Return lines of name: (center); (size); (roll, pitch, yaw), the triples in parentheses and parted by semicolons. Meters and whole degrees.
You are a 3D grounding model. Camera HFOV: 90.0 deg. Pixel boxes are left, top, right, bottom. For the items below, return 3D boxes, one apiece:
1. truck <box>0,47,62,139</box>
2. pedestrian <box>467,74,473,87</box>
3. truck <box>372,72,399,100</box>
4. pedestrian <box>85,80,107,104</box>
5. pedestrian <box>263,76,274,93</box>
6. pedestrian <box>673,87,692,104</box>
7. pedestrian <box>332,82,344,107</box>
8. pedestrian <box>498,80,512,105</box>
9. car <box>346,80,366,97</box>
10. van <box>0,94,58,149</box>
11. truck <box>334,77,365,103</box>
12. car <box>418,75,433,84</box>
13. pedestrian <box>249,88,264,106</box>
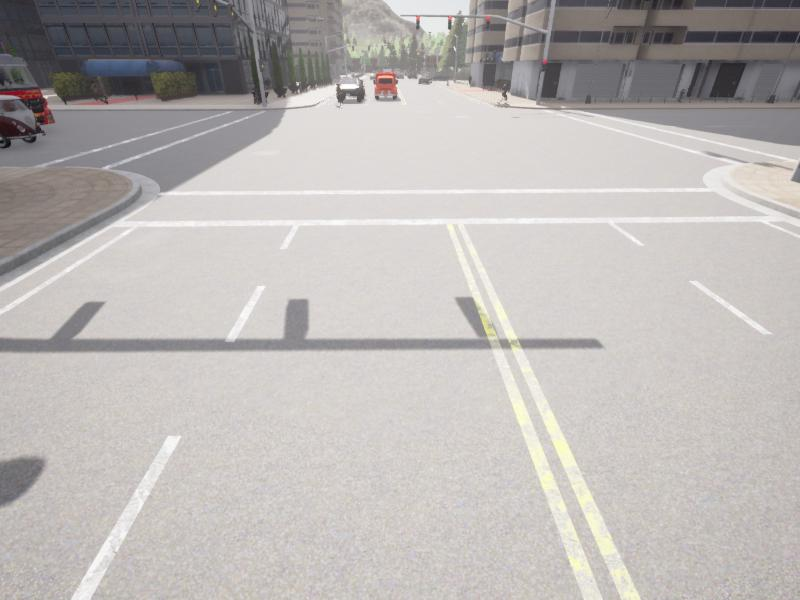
truck: (-22.771, -10.174, 19.637); (8.468, 3.827, 2.891); (-1, 30, -2)
pedestrian: (11.211, -35.373, 64.389); (0.751, 1.860, 0.751); (1, 30, 1)
truck: (-1.526, -22.950, 42.861); (2.627, 2.467, 5.204); (-1, 30, -1)
pedestrian: (-26.688, -18.294, 35.135); (0.751, 1.860, 0.751); (1, 30, 2)
pedestrian: (-16.252, -26.591, 49.309); (0.751, 1.860, 0.751); (4, 31, 8)
pedestrian: (24.666, -17.867, 34.976); (0.751, 1.300, 0.751); (-1, 30, -1)
pedestrian: (-5.230, -17.396, 33.907); (0.751, 1.860, 0.751); (4, 30, 6)
pedestrian: (8.993, -17.836, 34.362); (0.751, 1.860, 0.751); (-1, 30, -2)
car: (-5.104, -24.990, 47.235); (1.801, 1.575, 5.366); (-1, 30, -1)
van: (-18.070, -7.700, 17.225); (4.442, 1.987, 1.775); (-1, 30, -2)
truck: (-4.966, -21.264, 40.341); (2.390, 2.098, 6.274); (-1, 30, -1)
car: (5.103, -43.813, 79.599); (1.812, 1.442, 4.674); (10, 32, 17)
pedestrian: (-12.065, -17.093, 33.639); (0.751, 1.300, 0.751); (0, 30, 0)
